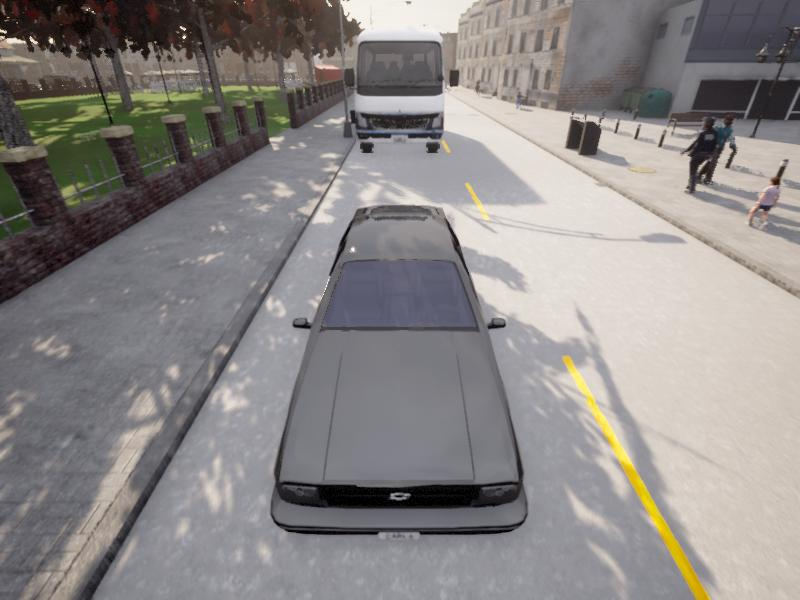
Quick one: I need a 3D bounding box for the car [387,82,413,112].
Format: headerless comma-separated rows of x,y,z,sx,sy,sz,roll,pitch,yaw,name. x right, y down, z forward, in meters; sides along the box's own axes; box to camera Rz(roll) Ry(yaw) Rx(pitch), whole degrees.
-0.025,-16.072,31.599,1.905,1.878,3.866,0,31,0,car

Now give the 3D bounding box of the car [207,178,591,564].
-0.006,-0.096,4.785,2.033,1.411,5.357,0,30,0,car

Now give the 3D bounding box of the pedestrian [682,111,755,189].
8.536,-4.038,10.811,0.751,1.860,0.751,3,30,5,pedestrian

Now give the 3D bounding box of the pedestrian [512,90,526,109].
9.210,-15.567,31.077,0.751,1.300,0.751,3,31,6,pedestrian

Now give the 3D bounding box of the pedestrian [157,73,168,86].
-39.700,-36.837,66.857,0.751,1.860,0.751,2,30,3,pedestrian

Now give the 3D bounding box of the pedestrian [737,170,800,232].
7.424,-1.981,8.046,0.500,1.100,0.500,4,31,7,pedestrian

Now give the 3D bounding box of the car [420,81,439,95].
3.930,-28.659,53.923,2.163,1.488,4.792,0,30,0,car

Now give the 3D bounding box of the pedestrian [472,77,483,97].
8.469,-23.296,43.736,0.751,1.860,0.751,-3,30,-5,pedestrian

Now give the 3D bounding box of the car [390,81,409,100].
-0.047,-22.327,42.548,1.930,1.638,5.238,0,30,0,car

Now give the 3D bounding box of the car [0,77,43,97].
-45.281,-25.208,47.225,1.932,1.855,4.605,0,30,0,car

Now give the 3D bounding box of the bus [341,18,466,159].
0.111,-9.524,18.090,3.944,4.253,10.273,0,29,0,bus

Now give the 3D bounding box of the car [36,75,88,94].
-45.229,-28.974,53.762,2.150,2.045,5.566,0,30,0,car

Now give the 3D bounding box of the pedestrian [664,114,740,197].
7.597,-3.658,10.161,0.751,1.860,0.751,2,30,4,pedestrian

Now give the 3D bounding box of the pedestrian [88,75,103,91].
-39.978,-28.486,52.595,0.751,1.860,0.751,0,30,-1,pedestrian

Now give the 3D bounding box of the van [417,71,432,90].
3.912,-35.348,64.303,1.988,2.561,5.915,0,30,0,van
